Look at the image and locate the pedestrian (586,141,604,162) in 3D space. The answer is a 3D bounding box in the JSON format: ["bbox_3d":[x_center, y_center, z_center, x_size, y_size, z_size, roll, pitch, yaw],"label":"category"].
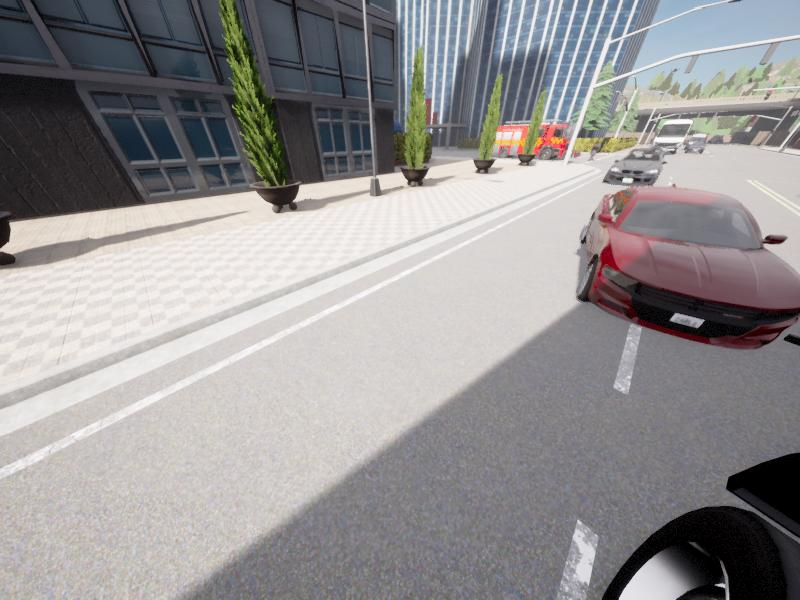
[{"bbox_3d":[20.996,-16.072,24.945,0.751,1.860,0.751,29,45,35],"label":"pedestrian"}]

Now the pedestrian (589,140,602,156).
[{"bbox_3d":[27.710,-21.652,32.824,0.751,1.860,0.751,24,42,30],"label":"pedestrian"}]

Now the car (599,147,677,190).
[{"bbox_3d":[13.713,-7.685,13.287,4.611,1.667,2.242,-30,45,-35],"label":"car"}]

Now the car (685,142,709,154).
[{"bbox_3d":[46.343,-23.798,36.138,1.812,1.442,4.674,30,45,35],"label":"car"}]

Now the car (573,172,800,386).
[{"bbox_3d":[4.717,-1.174,4.227,1.882,1.535,5.008,21,40,27],"label":"car"}]

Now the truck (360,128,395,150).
[{"bbox_3d":[-5.277,-36.820,52.961,8.468,3.827,2.891,29,45,35],"label":"truck"}]

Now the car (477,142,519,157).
[{"bbox_3d":[14.244,-22.161,33.881,5.238,1.638,1.930,29,45,35],"label":"car"}]

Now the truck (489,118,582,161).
[{"bbox_3d":[15.827,-19.299,27.905,2.891,3.827,8.468,-30,44,-35],"label":"truck"}]

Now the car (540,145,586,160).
[{"bbox_3d":[20.497,-18.716,29.176,4.181,1.385,1.994,27,43,33],"label":"car"}]

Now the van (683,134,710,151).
[{"bbox_3d":[55.380,-29.530,43.267,1.988,2.561,5.915,29,44,35],"label":"van"}]

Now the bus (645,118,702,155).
[{"bbox_3d":[43.219,-25.892,36.697,3.944,4.253,10.273,30,45,35],"label":"bus"}]
